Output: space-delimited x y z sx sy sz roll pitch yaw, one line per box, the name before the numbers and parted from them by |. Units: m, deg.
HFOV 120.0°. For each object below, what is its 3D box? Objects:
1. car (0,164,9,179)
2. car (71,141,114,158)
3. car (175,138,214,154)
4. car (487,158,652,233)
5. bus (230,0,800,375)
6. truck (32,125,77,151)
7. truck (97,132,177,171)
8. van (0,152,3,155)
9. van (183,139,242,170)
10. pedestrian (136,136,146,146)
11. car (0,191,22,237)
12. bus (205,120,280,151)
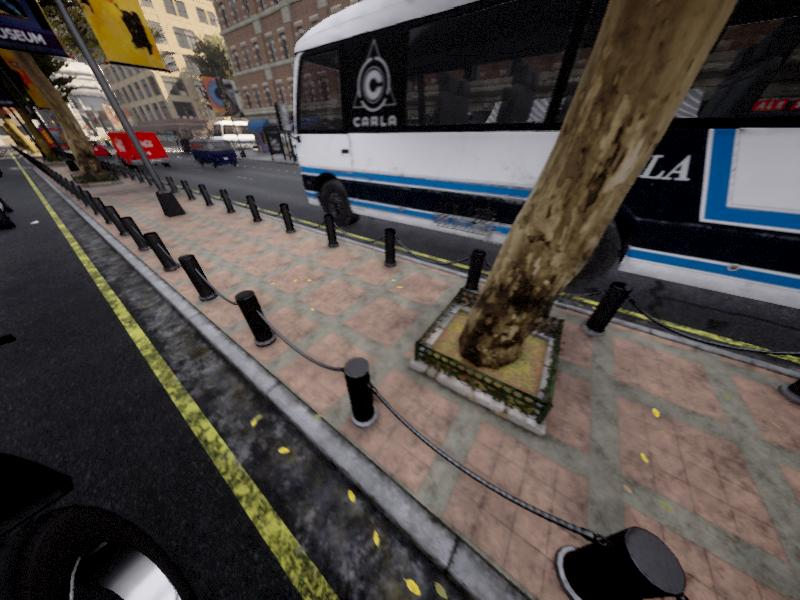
car | -28.183 -8.880 15.174 5.357 1.411 2.033 22 41 28
car | -39.014 -19.128 29.279 4.611 1.667 2.242 22 41 28
car | -31.465 -23.754 35.503 1.905 1.878 3.866 5 36 7
car | 5.083 -3.528 7.433 3.633 1.501 1.845 22 41 28
bus | 1.821 -3.384 4.911 10.273 4.253 3.944 22 41 28
truck | -66.820 -31.385 44.660 8.468 3.827 2.891 22 41 28
truck | -21.676 -12.359 19.072 5.204 2.467 2.627 22 41 28
van | -59.517 -22.092 32.769 5.915 2.561 1.988 21 41 27
van | -15.563 -12.158 19.176 4.442 1.987 1.775 22 41 28
pedestrian | -62.859 -38.581 56.057 0.751 1.860 0.751 24 42 30
car | -13.306 -2.847 6.574 4.974 1.542 2.038 22 41 28
bus | -29.354 -31.184 43.833 3.944 4.253 10.273 22 41 27
